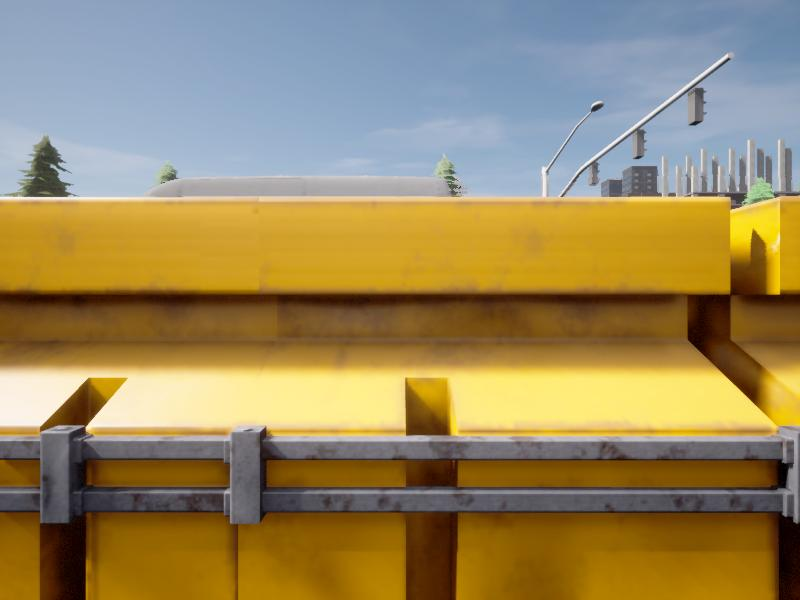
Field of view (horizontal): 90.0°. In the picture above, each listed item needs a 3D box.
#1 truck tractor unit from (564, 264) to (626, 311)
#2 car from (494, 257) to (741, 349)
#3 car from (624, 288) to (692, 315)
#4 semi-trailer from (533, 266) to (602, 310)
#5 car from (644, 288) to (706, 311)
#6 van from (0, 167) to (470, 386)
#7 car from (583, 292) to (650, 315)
[{"bbox_3d":[18.799,-1.118,39.152,3.053,4.208,6.516,0,0,2],"label":"truck tractor unit"},{"bbox_3d":[4.698,0.054,9.198,4.605,1.855,1.932,1,0,0],"label":"car"},{"bbox_3d":[18.474,0.091,28.975,2.097,1.767,4.553,0,0,2],"label":"car"},{"bbox_3d":[19.116,-1.221,47.058,2.717,4.402,14.254,0,0,2],"label":"semi-trailer"},{"bbox_3d":[25.744,-0.037,37.779,2.150,2.045,5.566,0,0,3],"label":"car"},{"bbox_3d":[-2.137,-0.277,5.706,5.915,2.561,1.988,0,0,0],"label":"van"},{"bbox_3d":[14.937,0.233,27.992,2.128,1.511,4.902,0,0,2],"label":"car"}]
